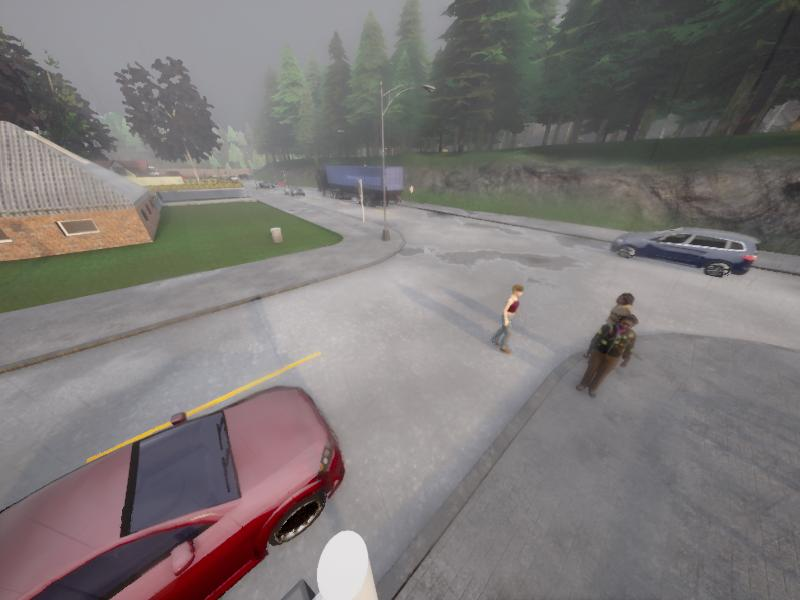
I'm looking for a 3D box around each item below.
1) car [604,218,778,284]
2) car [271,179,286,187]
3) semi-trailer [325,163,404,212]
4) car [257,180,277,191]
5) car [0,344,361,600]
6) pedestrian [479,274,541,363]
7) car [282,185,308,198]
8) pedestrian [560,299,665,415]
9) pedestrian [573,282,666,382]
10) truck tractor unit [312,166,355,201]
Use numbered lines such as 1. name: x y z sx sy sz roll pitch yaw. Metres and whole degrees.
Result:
1. car: 13.255 -2.599 11.042 2.242 1.667 4.611 -23 37 -34
2. car: -28.342 -27.334 54.025 1.845 1.501 3.633 -23 37 -34
3. semi-trailer: -4.969 -14.448 28.816 2.717 4.402 14.254 -21 36 -32
4. car: -27.591 -23.874 47.941 2.152 1.651 5.027 -22 37 -33
5. car: -2.822 2.445 2.609 4.181 1.385 1.994 -23 37 -34
6. pedestrian: 2.583 0.444 5.534 0.751 1.860 0.751 24 38 35
7. car: -16.745 -17.319 36.685 2.038 1.542 4.974 -23 37 -34
8. pedestrian: 3.798 1.044 4.252 0.751 1.860 0.751 -25 39 -37
9. pedestrian: 4.485 0.679 4.902 0.751 1.860 0.751 19 35 29
10. truck tractor unit: -9.845 -17.481 34.262 3.053 4.208 6.516 -22 37 -34
